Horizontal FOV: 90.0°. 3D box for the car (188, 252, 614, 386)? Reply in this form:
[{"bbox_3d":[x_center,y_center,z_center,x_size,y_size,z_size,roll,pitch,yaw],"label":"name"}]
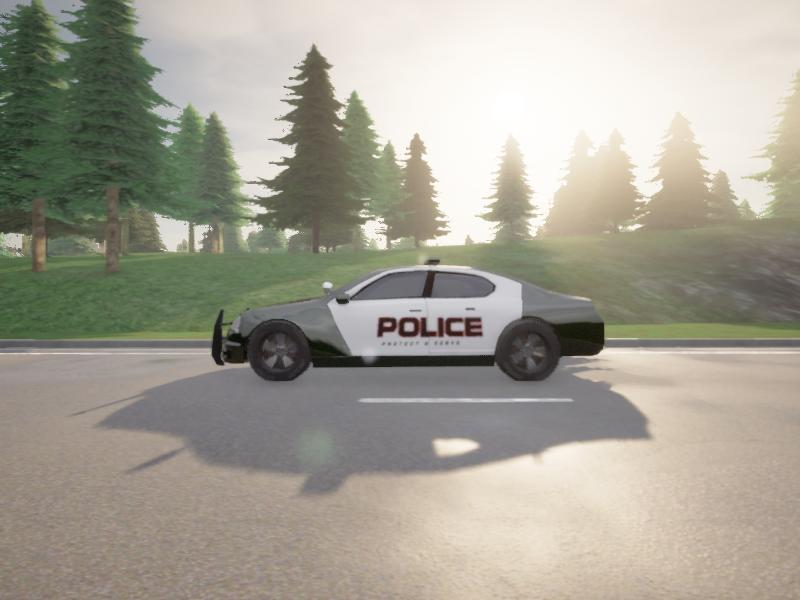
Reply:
[{"bbox_3d":[0.011,0.224,5.700,4.974,1.542,2.038,0,0,0],"label":"car"}]
